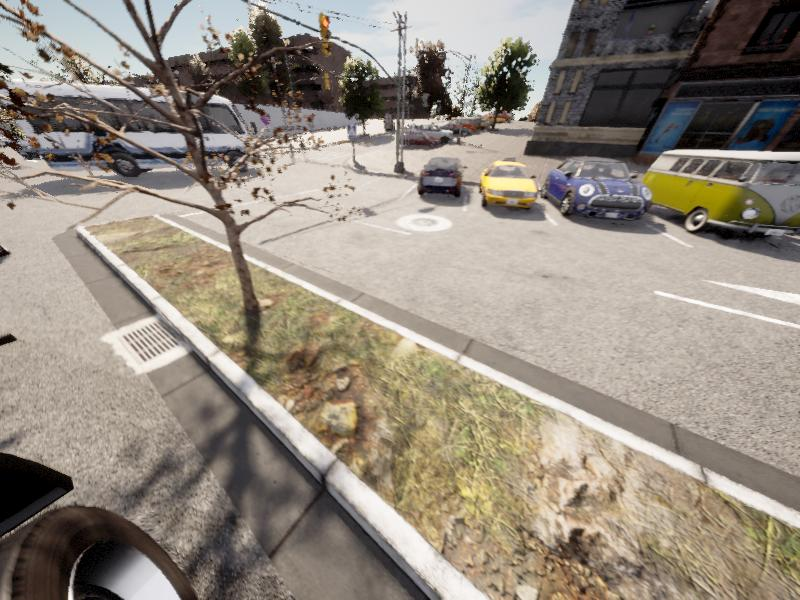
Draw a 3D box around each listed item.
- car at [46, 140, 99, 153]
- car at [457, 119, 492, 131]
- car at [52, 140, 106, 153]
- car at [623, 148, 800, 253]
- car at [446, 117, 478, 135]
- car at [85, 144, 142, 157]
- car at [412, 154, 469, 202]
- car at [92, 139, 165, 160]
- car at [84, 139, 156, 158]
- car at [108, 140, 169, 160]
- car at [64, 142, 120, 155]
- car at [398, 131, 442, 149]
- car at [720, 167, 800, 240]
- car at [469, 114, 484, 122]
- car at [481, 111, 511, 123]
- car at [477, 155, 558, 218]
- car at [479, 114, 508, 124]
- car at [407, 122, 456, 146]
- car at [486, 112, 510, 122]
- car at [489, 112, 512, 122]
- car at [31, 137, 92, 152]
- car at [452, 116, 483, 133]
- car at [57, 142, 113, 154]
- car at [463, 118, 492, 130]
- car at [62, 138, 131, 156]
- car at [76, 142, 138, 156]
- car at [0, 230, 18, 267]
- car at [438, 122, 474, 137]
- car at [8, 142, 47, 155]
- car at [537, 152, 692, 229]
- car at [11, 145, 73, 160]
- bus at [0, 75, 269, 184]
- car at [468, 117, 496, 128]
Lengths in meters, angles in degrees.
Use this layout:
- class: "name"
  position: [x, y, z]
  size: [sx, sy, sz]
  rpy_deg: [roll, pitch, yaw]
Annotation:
- class: "car"
  position: [-56.104, -26.513, 39.738]
  size: [2.185, 1.767, 4.553]
  rpy_deg: [5, 35, 7]
- class: "car"
  position: [12.819, -30.408, 40.088]
  size: [5.366, 1.575, 1.946]
  rpy_deg: [6, 41, 7]
- class: "car"
  position: [-53.461, -25.702, 38.610]
  size: [2.185, 1.767, 4.553]
  rpy_deg: [6, 35, 7]
- class: "car"
  position: [9.462, -3.285, 6.903]
  size: [1.878, 1.987, 4.442]
  rpy_deg: [9, 35, 12]
- class: "car"
  position: [9.552, -27.128, 36.008]
  size: [4.442, 1.987, 1.878]
  rpy_deg: [6, 42, 7]
- class: "car"
  position: [-40.347, -21.287, 32.778]
  size: [2.002, 1.452, 4.674]
  rpy_deg: [6, 35, 7]
- class: "car"
  position: [2.177, -6.211, 11.442]
  size: [2.163, 1.488, 4.792]
  rpy_deg: [8, 35, 11]
- class: "car"
  position: [-35.089, -19.789, 30.210]
  size: [2.435, 2.045, 5.566]
  rpy_deg: [6, 35, 7]
- class: "car"
  position: [-37.712, -20.685, 31.451]
  size: [2.435, 2.045, 5.566]
  rpy_deg: [6, 35, 7]
- class: "car"
  position: [-32.487, -18.850, 28.953]
  size: [1.878, 1.987, 4.442]
  rpy_deg: [6, 35, 7]
- class: "car"
  position: [-48.220, -23.876, 36.340]
  size: [2.163, 1.488, 4.792]
  rpy_deg: [5, 35, 7]
- class: "car"
  position: [2.265, -18.239, 26.267]
  size: [4.674, 1.452, 2.002]
  rpy_deg: [6, 41, 7]
- class: "car"
  position: [11.953, -2.146, 5.706]
  size: [2.231, 1.521, 4.892]
  rpy_deg: [10, 35, 12]
- class: "car"
  position: [19.015, -45.184, 57.210]
  size: [2.128, 1.511, 4.902]
  rpy_deg: [19, 42, 22]
- class: "car"
  position: [21.403, -41.065, 51.876]
  size: [5.566, 2.045, 2.435]
  rpy_deg: [6, 42, 6]
- class: "car"
  position: [4.486, -5.076, 9.782]
  size: [1.946, 1.575, 5.366]
  rpy_deg: [9, 35, 11]
- class: "car"
  position: [20.162, -39.110, 50.020]
  size: [5.366, 1.575, 1.946]
  rpy_deg: [6, 41, 7]
- class: "car"
  position: [3.766, -20.195, 28.057]
  size: [5.566, 2.045, 2.435]
  rpy_deg: [6, 41, 7]
- class: "car"
  position: [22.853, -42.739, 53.978]
  size: [4.553, 1.767, 2.185]
  rpy_deg: [6, 41, 6]
- class: "car"
  position: [24.334, -44.448, 55.987]
  size: [4.553, 1.767, 2.185]
  rpy_deg: [6, 39, 5]
- class: "car"
  position: [-61.351, -28.338, 42.080]
  size: [2.435, 2.045, 5.566]
  rpy_deg: [5, 35, 7]
- class: "car"
  position: [11.035, -28.868, 37.994]
  size: [4.442, 1.987, 1.878]
  rpy_deg: [6, 42, 7]
- class: "car"
  position: [-50.840, -24.734, 37.482]
  size: [2.231, 1.521, 4.892]
  rpy_deg: [6, 35, 7]
- class: "car"
  position: [14.121, -32.131, 42.120]
  size: [4.674, 1.452, 2.002]
  rpy_deg: [6, 42, 7]
- class: "car"
  position: [-45.589, -23.254, 35.001]
  size: [2.435, 2.045, 5.566]
  rpy_deg: [5, 35, 7]
- class: "car"
  position: [-42.940, -22.285, 34.091]
  size: [1.946, 1.575, 5.366]
  rpy_deg: [5, 35, 7]
- class: "car"
  position: [-10.536, -1.524, 4.798]
  size: [4.181, 1.385, 1.994]
  rpy_deg: [20, 40, 26]
- class: "car"
  position: [8.180, -25.215, 34.168]
  size: [4.892, 1.521, 2.231]
  rpy_deg: [6, 41, 7]
- class: "car"
  position: [-57.691, -23.530, 35.782]
  size: [4.792, 1.488, 2.163]
  rpy_deg: [18, 39, 24]
- class: "car"
  position: [7.025, -4.294, 8.488]
  size: [2.185, 1.767, 4.553]
  rpy_deg: [9, 35, 11]
- class: "car"
  position: [-44.295, -18.341, 28.647]
  size: [5.357, 1.411, 2.033]
  rpy_deg: [9, 36, 13]
- class: "bus"
  position: [-14.670, -10.307, 14.359]
  size: [10.273, 4.253, 3.944]
  rpy_deg: [-18, 42, -24]
- class: "car"
  position: [15.591, -33.876, 44.112]
  size: [4.674, 1.452, 2.002]
  rpy_deg: [6, 41, 7]
